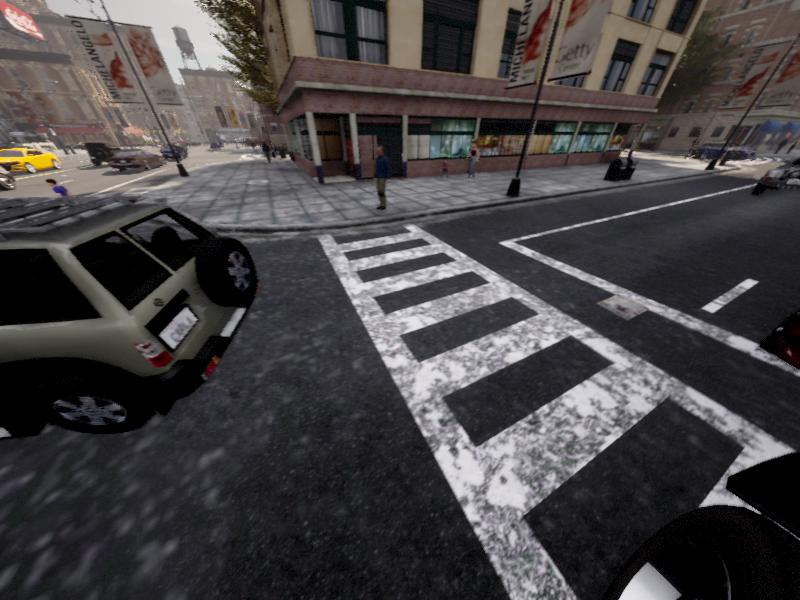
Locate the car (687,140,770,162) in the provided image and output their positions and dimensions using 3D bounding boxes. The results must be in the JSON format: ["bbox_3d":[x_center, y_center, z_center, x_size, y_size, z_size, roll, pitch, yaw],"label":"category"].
[{"bbox_3d":[35.570,-16.394,25.270,2.097,1.767,4.553,-12,37,-15],"label":"car"}]

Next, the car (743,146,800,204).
[{"bbox_3d":[17.690,-5.418,9.817,4.605,1.855,1.932,-16,38,-21],"label":"car"}]

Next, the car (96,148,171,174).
[{"bbox_3d":[-21.381,-11.488,18.895,2.033,1.411,5.357,-14,38,-18],"label":"car"}]

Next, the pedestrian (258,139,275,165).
[{"bbox_3d":[-11.734,-13.003,20.289,0.751,1.860,0.751,-14,38,-19],"label":"pedestrian"}]

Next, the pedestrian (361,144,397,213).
[{"bbox_3d":[-0.633,-3.922,7.484,0.751,1.860,0.751,29,45,34],"label":"pedestrian"}]

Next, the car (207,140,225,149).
[{"bbox_3d":[-39.381,-33.412,49.601,1.851,1.617,3.988,-12,37,-16],"label":"car"}]

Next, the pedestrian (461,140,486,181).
[{"bbox_3d":[4.042,-7.735,12.831,0.751,1.860,0.751,-16,38,-21],"label":"pedestrian"}]

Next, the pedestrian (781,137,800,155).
[{"bbox_3d":[49.552,-19.396,29.088,0.751,1.860,0.751,-17,39,-22],"label":"pedestrian"}]

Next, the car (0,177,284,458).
[{"bbox_3d":[-4.009,0.088,2.149,4.605,1.855,1.932,-5,37,-8],"label":"car"}]

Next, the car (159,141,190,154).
[{"bbox_3d":[-36.767,-25.041,37.806,2.152,1.651,5.027,-16,38,-21],"label":"car"}]

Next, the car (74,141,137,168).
[{"bbox_3d":[-26.994,-13.570,21.415,1.905,1.878,3.866,-16,39,-21],"label":"car"}]

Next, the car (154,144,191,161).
[{"bbox_3d":[-26.272,-17.163,26.822,1.816,1.474,4.193,-16,38,-21],"label":"car"}]

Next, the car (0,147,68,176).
[{"bbox_3d":[-28.637,-10.583,17.523,1.882,1.535,5.008,-17,39,-22],"label":"car"}]

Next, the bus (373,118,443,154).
[{"bbox_3d":[1.368,-26.313,37.209,10.273,4.253,3.944,-16,38,-21],"label":"bus"}]

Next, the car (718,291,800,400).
[{"bbox_3d":[6.552,0.083,2.464,4.792,1.488,2.163,-16,38,-21],"label":"car"}]

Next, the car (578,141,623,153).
[{"bbox_3d":[32.389,-24.914,37.485,1.882,1.535,5.008,-17,39,-22],"label":"car"}]

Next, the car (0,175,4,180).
[{"bbox_3d":[-25.569,-7.025,12.655,1.994,1.385,4.181,-16,39,-22],"label":"car"}]

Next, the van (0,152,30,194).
[{"bbox_3d":[-19.917,-5.450,9.413,1.988,2.561,5.915,-16,38,-21],"label":"van"}]

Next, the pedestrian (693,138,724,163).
[{"bbox_3d":[27.858,-13.520,20.892,0.751,1.860,0.751,-16,38,-21],"label":"pedestrian"}]

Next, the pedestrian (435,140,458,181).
[{"bbox_3d":[2.521,-7.713,12.805,0.751,1.860,0.751,-17,39,-22],"label":"pedestrian"}]

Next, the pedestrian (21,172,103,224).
[{"bbox_3d":[-10.494,-3.216,7.268,0.751,1.300,0.751,-19,39,-24],"label":"pedestrian"}]

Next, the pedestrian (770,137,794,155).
[{"bbox_3d":[49.067,-19.842,29.716,0.751,1.860,0.751,-24,42,-29],"label":"pedestrian"}]

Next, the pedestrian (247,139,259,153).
[{"bbox_3d":[-23.060,-24.094,36.183,0.751,1.860,0.751,2,35,3],"label":"pedestrian"}]
